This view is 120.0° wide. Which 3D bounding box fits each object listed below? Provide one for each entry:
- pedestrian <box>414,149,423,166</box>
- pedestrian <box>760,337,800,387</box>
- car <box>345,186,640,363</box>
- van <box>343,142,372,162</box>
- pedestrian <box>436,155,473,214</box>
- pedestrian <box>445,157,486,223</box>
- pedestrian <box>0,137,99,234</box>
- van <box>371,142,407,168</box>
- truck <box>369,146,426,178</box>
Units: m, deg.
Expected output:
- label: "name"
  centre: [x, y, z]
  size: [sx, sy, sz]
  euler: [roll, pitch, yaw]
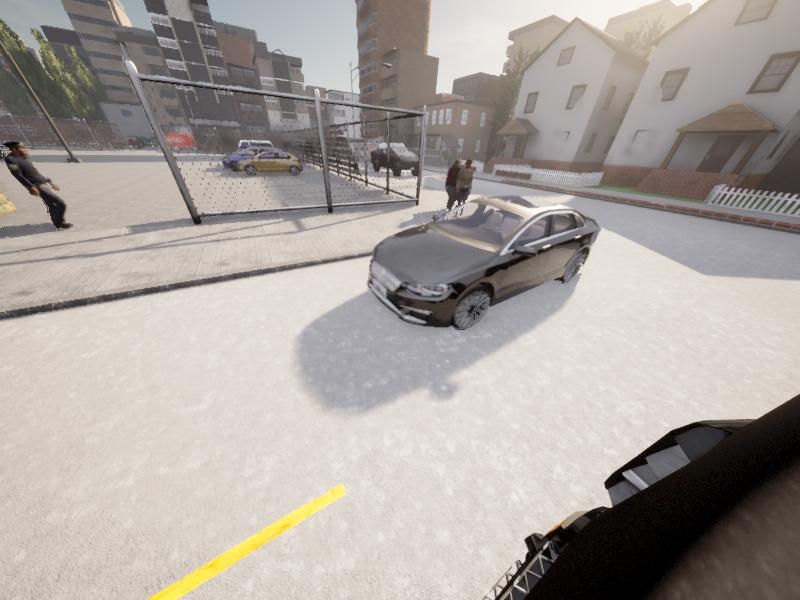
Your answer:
- label: "pedestrian"
  centre: [2.487, -19.341, 31.340]
  size: [0.751, 1.860, 0.751]
  euler: [-7, 35, -15]
- label: "pedestrian"
  centre: [5.135, 0.243, 2.247]
  size: [0.751, 1.860, 0.751]
  euler: [-6, 35, -14]
- label: "car"
  centre: [1.783, -1.036, 4.276]
  size: [4.902, 1.511, 2.128]
  euler: [-18, 39, -28]
- label: "van"
  centre: [-6.995, -24.093, 37.486]
  size: [2.351, 2.431, 6.366]
  euler: [-16, 38, -26]
- label: "pedestrian"
  centre: [1.979, -4.264, 8.603]
  size: [0.751, 1.860, 0.751]
  euler: [-8, 35, -16]
- label: "pedestrian"
  centre: [2.074, -3.565, 7.559]
  size: [0.751, 1.860, 0.751]
  euler: [-3, 34, -9]
- label: "pedestrian"
  centre: [-8.245, -2.588, 5.299]
  size: [0.751, 1.860, 0.751]
  euler: [-14, 37, -23]
- label: "van"
  centre: [-1.618, -18.701, 29.682]
  size: [1.988, 2.561, 5.915]
  euler: [-16, 38, -26]
- label: "truck"
  centre: [-0.462, -12.814, 21.303]
  size: [2.390, 2.098, 6.274]
  euler: [-16, 38, -25]
